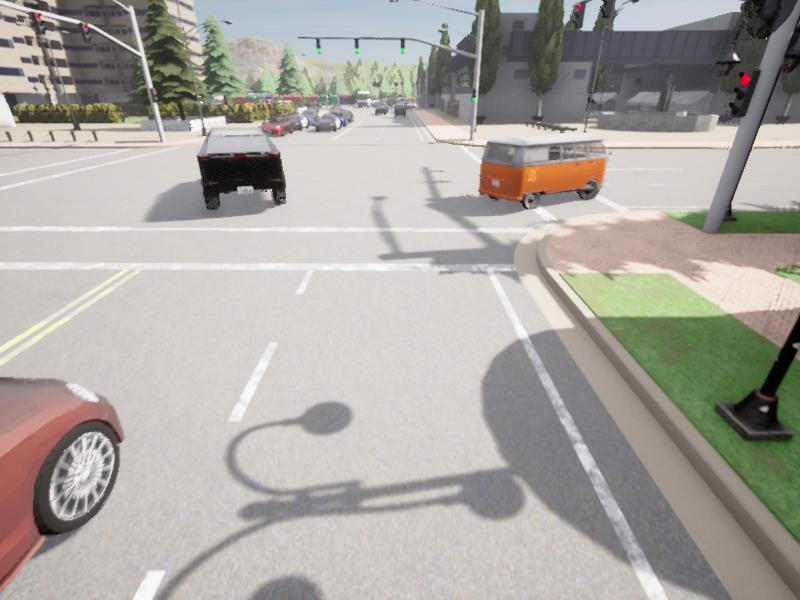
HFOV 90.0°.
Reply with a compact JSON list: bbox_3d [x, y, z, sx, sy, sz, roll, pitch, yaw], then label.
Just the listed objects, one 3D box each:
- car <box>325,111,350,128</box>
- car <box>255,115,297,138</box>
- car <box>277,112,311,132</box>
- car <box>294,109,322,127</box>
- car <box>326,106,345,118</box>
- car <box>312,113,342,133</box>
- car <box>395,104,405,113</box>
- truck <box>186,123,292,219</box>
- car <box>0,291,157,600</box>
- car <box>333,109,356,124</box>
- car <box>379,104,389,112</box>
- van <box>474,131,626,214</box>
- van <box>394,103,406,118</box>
[{"bbox_3d":[-6.983,-20.453,45.166,2.007,1.525,4.514,0,27,0],"label":"car"},{"bbox_3d":[-10.550,-14.934,34.338,2.007,1.525,4.514,1,27,2],"label":"car"},{"bbox_3d":[-10.486,-17.767,39.893,2.038,1.542,4.974,0,27,0],"label":"car"},{"bbox_3d":[-10.483,-20.969,46.069,2.033,1.649,4.856,0,27,0],"label":"car"},{"bbox_3d":[-10.477,-30.651,65.172,2.242,1.667,4.611,0,27,0],"label":"car"},{"bbox_3d":[-6.986,-17.284,38.943,2.038,1.542,4.974,0,27,0],"label":"car"},{"bbox_3d":[0.026,-39.775,83.009,2.038,1.542,4.974,0,27,0],"label":"car"},{"bbox_3d":[-5.415,-4.695,13.609,2.390,2.098,6.274,-9,28,-19],"label":"truck"},{"bbox_3d":[-3.497,1.808,1.371,2.152,1.651,5.027,0,27,0],"label":"car"},{"bbox_3d":[-6.982,-23.338,50.846,2.128,1.511,4.902,0,27,0],"label":"car"},{"bbox_3d":[-3.490,-41.670,86.951,1.970,1.475,3.806,0,27,0],"label":"car"},{"bbox_3d":[4.747,-4.192,12.738,4.442,1.987,1.775,-14,29,-26],"label":"van"},{"bbox_3d":[0.020,-30.347,64.070,1.775,1.987,4.442,0,27,0],"label":"van"}]
